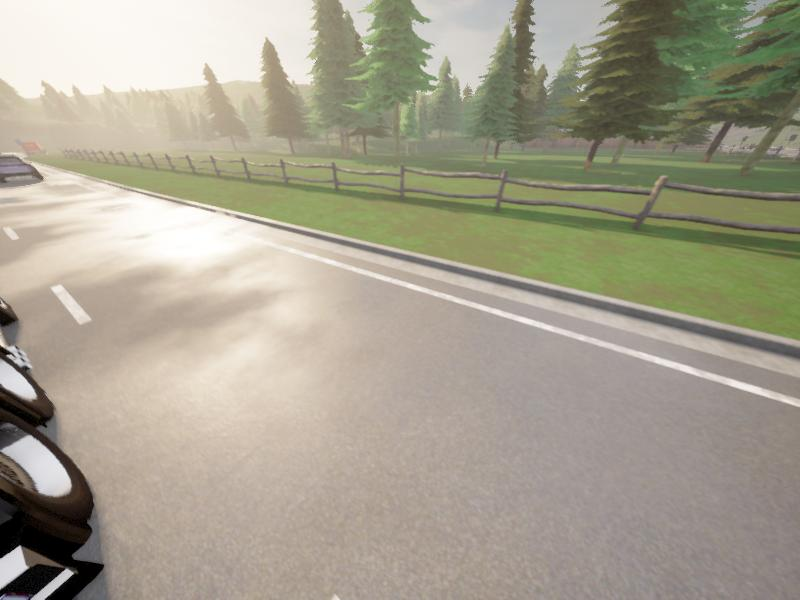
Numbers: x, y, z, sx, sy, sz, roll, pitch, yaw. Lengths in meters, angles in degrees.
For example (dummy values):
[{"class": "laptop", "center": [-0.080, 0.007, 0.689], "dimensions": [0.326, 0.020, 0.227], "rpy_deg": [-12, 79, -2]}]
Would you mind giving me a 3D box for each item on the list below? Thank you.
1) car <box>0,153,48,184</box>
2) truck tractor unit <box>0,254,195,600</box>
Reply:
[{"class": "car", "center": [-28.848, -9.855, 17.115], "dimensions": [4.856, 1.649, 2.033], "rpy_deg": [20, 39, 26]}, {"class": "truck tractor unit", "center": [-5.096, -0.312, 0.818], "dimensions": [6.516, 4.208, 3.053], "rpy_deg": [19, 39, 25]}]
